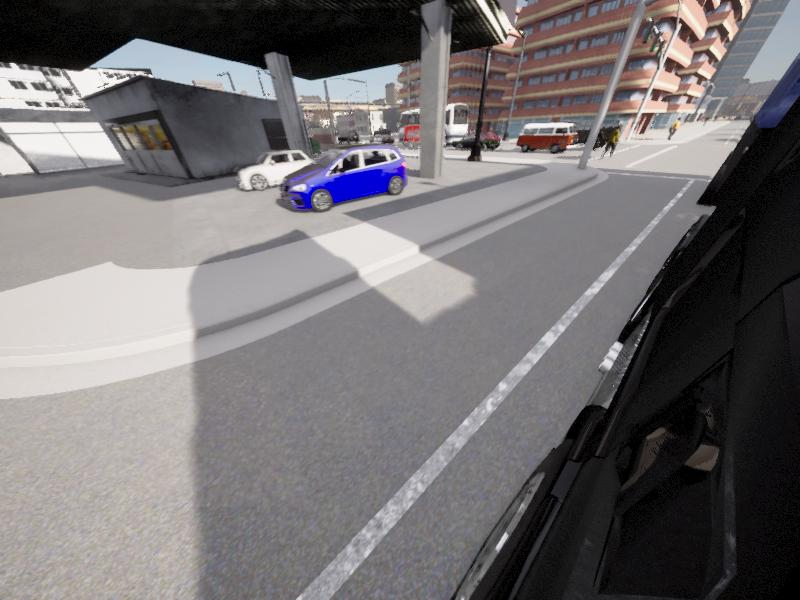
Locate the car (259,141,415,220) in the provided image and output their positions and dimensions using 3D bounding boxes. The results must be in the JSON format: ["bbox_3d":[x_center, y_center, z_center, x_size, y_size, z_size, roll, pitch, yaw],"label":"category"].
[{"bbox_3d":[-1.932,-4.472,8.213,4.611,1.667,2.242,-28,43,-30],"label":"car"}]

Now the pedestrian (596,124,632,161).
[{"bbox_3d":[13.436,-9.954,14.591,0.751,1.860,0.751,-9,37,-9],"label":"pedestrian"}]

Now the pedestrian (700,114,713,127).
[{"bbox_3d":[60.227,-35.256,45.359,0.751,1.860,0.751,-30,44,-31],"label":"pedestrian"}]

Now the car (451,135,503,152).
[{"bbox_3d":[7.829,-16.281,23.979,1.895,1.301,4.718,-29,44,-31],"label":"car"}]

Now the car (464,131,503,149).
[{"bbox_3d":[9.512,-18.454,26.597,1.845,1.501,3.633,-29,44,-30],"label":"car"}]

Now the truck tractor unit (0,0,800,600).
[{"bbox_3d":[2.645,-0.295,0.352,6.516,4.208,3.053,-28,44,-30],"label":"truck tractor unit"}]

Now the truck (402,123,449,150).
[{"bbox_3d":[3.028,-19.899,28.169,2.627,2.467,5.204,-29,44,-30],"label":"truck"}]

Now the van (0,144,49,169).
[{"bbox_3d":[-50.773,-18.030,29.150,2.351,2.431,6.366,10,39,17],"label":"van"}]

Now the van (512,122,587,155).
[{"bbox_3d":[12.312,-13.578,19.430,2.069,2.038,4.480,-29,44,-31],"label":"van"}]

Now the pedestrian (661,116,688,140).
[{"bbox_3d":[27.403,-17.115,23.071,0.751,1.860,0.751,1,37,5],"label":"pedestrian"}]

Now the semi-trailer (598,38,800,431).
[{"bbox_3d":[8.698,-3.596,4.242,14.254,4.402,2.717,-28,43,-30],"label":"semi-trailer"}]

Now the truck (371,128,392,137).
[{"bbox_3d":[-5.745,-53.501,73.780,6.274,2.098,2.390,-29,44,-29],"label":"truck"}]

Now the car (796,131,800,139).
[{"bbox_3d":[39.240,-15.885,21.271,4.792,1.488,2.163,-28,43,-30],"label":"car"}]

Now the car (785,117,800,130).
[{"bbox_3d":[54.644,-23.993,31.340,4.718,1.301,1.895,-28,43,-30],"label":"car"}]

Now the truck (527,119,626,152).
[{"bbox_3d":[15.376,-14.639,20.609,2.390,2.098,6.274,-32,45,-33],"label":"truck"}]

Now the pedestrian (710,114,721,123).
[{"bbox_3d":[81.873,-47.101,59.893,0.751,1.860,0.751,23,44,30],"label":"pedestrian"}]

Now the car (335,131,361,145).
[{"bbox_3d":[-10.226,-31.750,45.312,2.150,2.045,5.566,-30,44,-31],"label":"car"}]

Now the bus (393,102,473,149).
[{"bbox_3d":[3.912,-23.061,30.872,3.944,4.253,10.273,-28,44,-30],"label":"bus"}]

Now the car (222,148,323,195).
[{"bbox_3d":[-6.197,-6.547,11.547,3.806,1.475,1.970,-28,43,-30],"label":"car"}]

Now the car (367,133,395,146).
[{"bbox_3d":[-3.214,-26.942,38.826,2.038,1.542,4.974,-30,44,-31],"label":"car"}]

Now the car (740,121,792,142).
[{"bbox_3d":[33.059,-15.285,20.957,4.181,1.385,1.994,-28,43,-30],"label":"car"}]
